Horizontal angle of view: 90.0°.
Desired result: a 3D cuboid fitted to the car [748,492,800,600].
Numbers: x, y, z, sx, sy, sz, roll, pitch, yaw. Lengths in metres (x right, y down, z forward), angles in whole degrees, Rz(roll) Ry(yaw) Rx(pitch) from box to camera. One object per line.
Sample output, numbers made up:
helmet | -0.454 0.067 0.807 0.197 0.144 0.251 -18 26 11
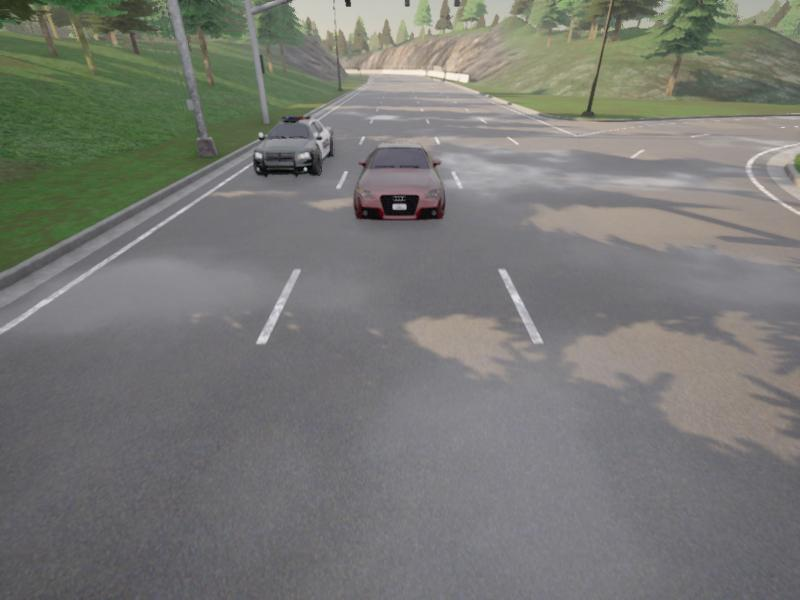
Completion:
car | 3.499 2.423 0.320 2.038 1.542 4.974 0 31 0

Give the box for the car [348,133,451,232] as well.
car | -0.010 -3.083 9.876 1.994 1.385 4.181 0 30 0

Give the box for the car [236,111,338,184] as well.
car | -3.515 -5.341 13.574 2.038 1.542 4.974 0 30 0
